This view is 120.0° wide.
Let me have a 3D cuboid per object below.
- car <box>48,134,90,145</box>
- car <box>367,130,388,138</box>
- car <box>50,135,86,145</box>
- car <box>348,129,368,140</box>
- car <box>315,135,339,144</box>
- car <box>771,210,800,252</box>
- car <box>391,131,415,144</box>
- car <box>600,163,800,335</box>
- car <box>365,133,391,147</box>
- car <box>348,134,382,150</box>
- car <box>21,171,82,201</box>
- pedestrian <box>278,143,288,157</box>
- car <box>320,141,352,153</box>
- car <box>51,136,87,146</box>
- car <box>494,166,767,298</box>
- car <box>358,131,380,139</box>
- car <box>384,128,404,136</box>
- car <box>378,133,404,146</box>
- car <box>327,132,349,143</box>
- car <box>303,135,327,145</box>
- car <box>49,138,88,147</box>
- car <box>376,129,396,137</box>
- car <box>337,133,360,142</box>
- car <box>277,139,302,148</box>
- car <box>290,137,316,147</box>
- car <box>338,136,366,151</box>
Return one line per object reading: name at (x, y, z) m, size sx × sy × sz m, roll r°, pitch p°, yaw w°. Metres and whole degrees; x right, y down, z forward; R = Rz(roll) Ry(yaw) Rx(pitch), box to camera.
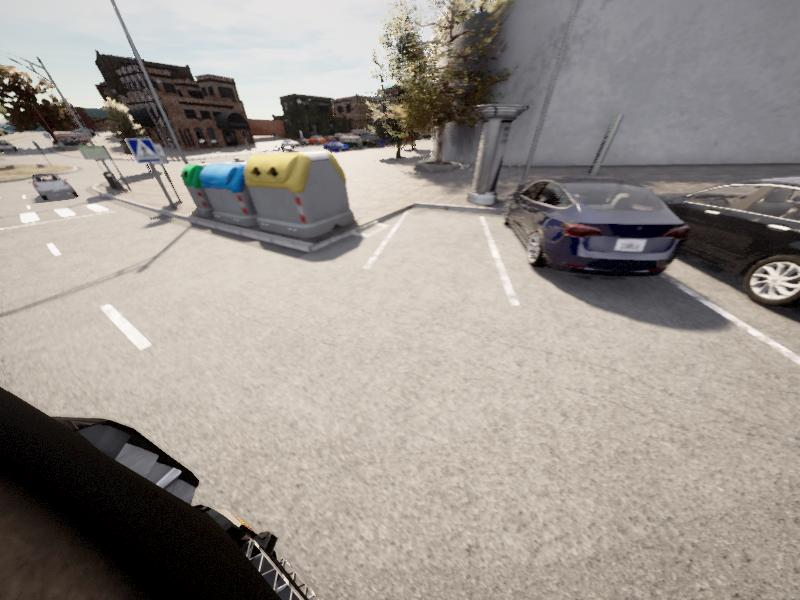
car at (-81.881, -39.911, 57.314) m, size 2.435 × 2.045 × 5.566 m, roll 31°, pitch 45°, yaw 33°
car at (-5.984, -43.811, 60.974) m, size 5.008 × 1.535 × 2.097 m, roll 16°, pitch 42°, yaw 24°
car at (-79.985, -38.649, 55.774) m, size 1.878 × 1.987 × 4.442 m, roll 31°, pitch 45°, yaw 32°
car at (-10.470, -41.410, 57.949) m, size 4.442 × 1.987 × 1.878 m, roll 16°, pitch 43°, yaw 24°
car at (-16.956, -37.257, 53.654) m, size 4.792 × 1.488 × 2.163 m, roll 16°, pitch 43°, yaw 23°
car at (8.921, -0.545, 2.732) m, size 2.002 × 1.452 × 4.674 m, roll 4°, pitch 34°, yaw 9°
car at (0.583, -33.050, 46.888) m, size 4.442 × 1.987 × 1.878 m, roll 19°, pitch 44°, yaw 24°
car at (6.346, -1.297, 3.979) m, size 2.231 × 1.521 × 4.892 m, roll 4°, pitch 34°, yaw 10°
car at (-4.216, -30.531, 44.094) m, size 4.442 × 1.987 × 1.878 m, roll 19°, pitch 44°, yaw 24°
car at (-6.436, -29.235, 42.604) m, size 5.566 × 2.045 × 2.435 m, roll 19°, pitch 44°, yaw 24°
car at (-25.628, -8.486, 16.996) m, size 3.633 × 1.501 × 1.845 m, roll 22°, pitch 41°, yaw 30°
pedestrian at (-17.938, -23.031, 35.462) m, size 0.751 × 1.860 × 0.751 m, roll -25°, pitch 43°, yaw -31°
car at (-10.991, -26.461, 39.882) m, size 5.008 × 1.535 × 2.097 m, roll 19°, pitch 44°, yaw 24°
car at (-77.887, -37.441, 54.444) m, size 2.185 × 1.767 × 4.553 m, roll 31°, pitch 45°, yaw 32°
car at (3.803, -2.029, 5.321) m, size 2.163 × 1.488 × 4.792 m, roll 4°, pitch 34°, yaw 10°
car at (-8.003, -42.460, 59.431) m, size 5.366 × 1.575 × 1.946 m, roll 16°, pitch 42°, yaw 24°
car at (-1.602, -46.411, 63.895) m, size 5.008 × 1.535 × 2.097 m, roll 16°, pitch 42°, yaw 24°
car at (-1.839, -31.723, 45.567) m, size 4.553 × 1.767 × 2.185 m, roll 19°, pitch 44°, yaw 24°
car at (-14.719, -38.674, 55.007) m, size 4.553 × 1.767 × 2.185 m, roll 16°, pitch 43°, yaw 24°
car at (-19.104, -36.050, 52.057) m, size 4.553 × 1.767 × 2.185 m, roll 16°, pitch 43°, yaw 23°
car at (-75.918, -36.138, 53.020) m, size 2.231 × 1.521 × 4.892 m, roll 31°, pitch 45°, yaw 32°
car at (-3.762, -45.076, 62.436) m, size 4.792 × 1.488 × 2.163 m, roll 16°, pitch 42°, yaw 24°
car at (-12.549, -39.900, 56.578) m, size 5.008 × 1.535 × 2.097 m, roll 16°, pitch 42°, yaw 24°
car at (-23.502, -33.304, 49.221) m, size 4.674 × 1.452 × 2.002 m, roll 16°, pitch 42°, yaw 23°
car at (-21.285, -34.619, 50.682) m, size 4.792 × 1.488 × 2.163 m, roll 16°, pitch 42°, yaw 23°
car at (-8.600, -27.888, 41.128) m, size 4.442 × 1.987 × 1.878 m, roll 19°, pitch 44°, yaw 24°
